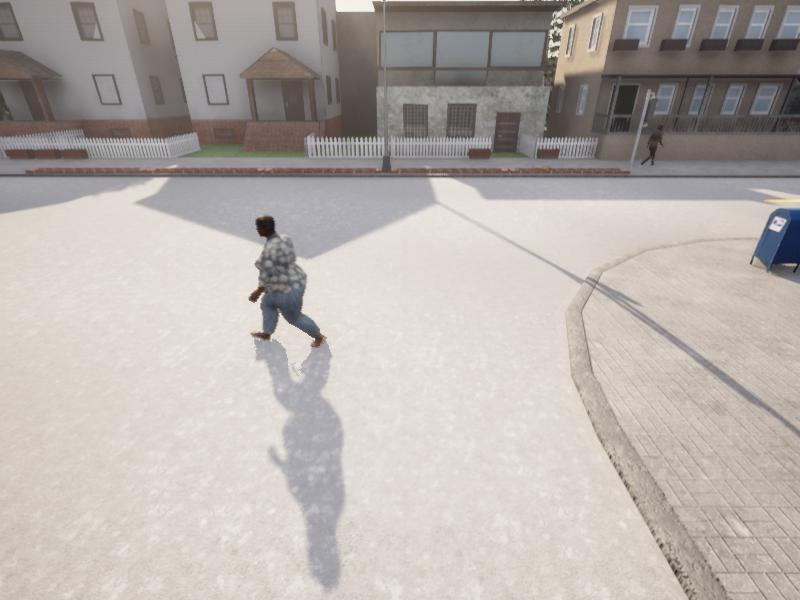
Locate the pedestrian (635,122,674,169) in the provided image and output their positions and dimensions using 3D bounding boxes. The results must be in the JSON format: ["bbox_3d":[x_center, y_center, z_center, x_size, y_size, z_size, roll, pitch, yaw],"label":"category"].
[{"bbox_3d":[11.295,-6.890,17.808,0.751,1.860,0.751,-5,28,-10],"label":"pedestrian"}]

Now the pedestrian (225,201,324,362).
[{"bbox_3d":[-1.469,-0.219,4.992,0.751,1.860,0.751,0,27,1],"label":"pedestrian"}]
